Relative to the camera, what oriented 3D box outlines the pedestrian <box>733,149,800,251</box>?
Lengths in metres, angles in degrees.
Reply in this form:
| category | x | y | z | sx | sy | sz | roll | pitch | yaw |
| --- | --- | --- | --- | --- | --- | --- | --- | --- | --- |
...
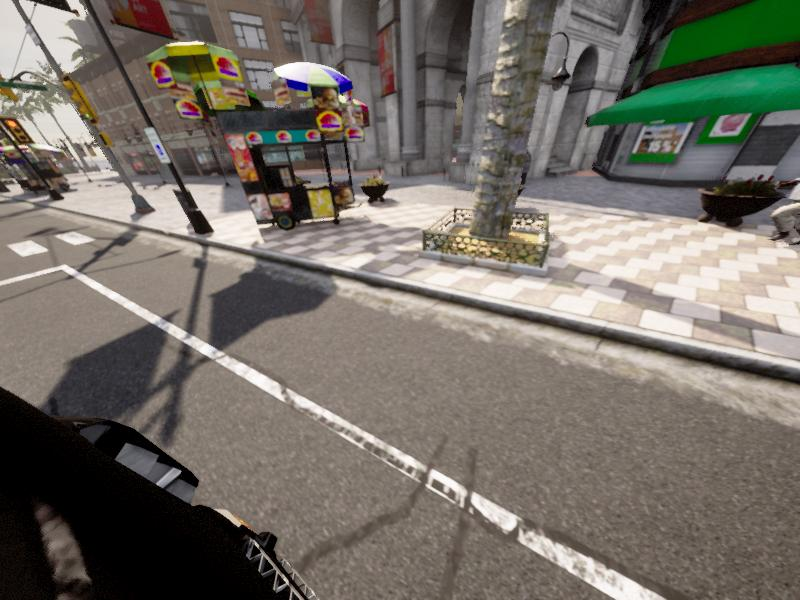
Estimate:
| category | x | y | z | sx | sy | sz | roll | pitch | yaw |
| --- | --- | --- | --- | --- | --- | --- | --- | --- | --- |
| pedestrian | 7.629 | -1.937 | 4.263 | 0.751 | 1.860 | 0.751 | 13 | 37 | 22 |

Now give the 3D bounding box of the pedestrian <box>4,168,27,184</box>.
| category | x | y | z | sx | sy | sz | roll | pitch | yaw |
| --- | --- | --- | --- | --- | --- | --- | --- | --- | --- |
| pedestrian | -52.608 | -16.931 | 31.602 | 0.751 | 1.860 | 0.751 | 19 | 39 | 29 |
